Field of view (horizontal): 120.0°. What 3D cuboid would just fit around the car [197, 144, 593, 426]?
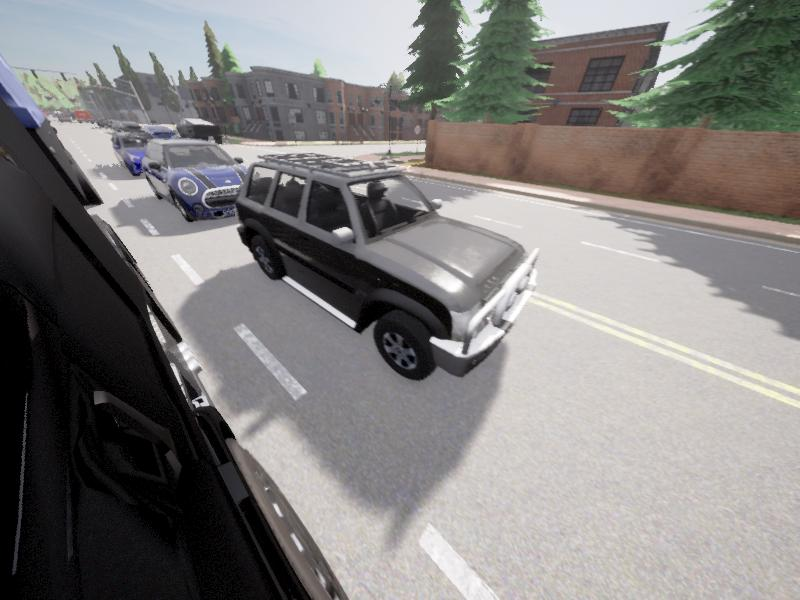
[{"bbox_3d":[-0.554,-0.945,3.320,4.605,1.855,1.932,28,44,30],"label":"car"}]

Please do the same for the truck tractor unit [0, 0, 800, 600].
[{"bbox_3d":[-2.645,-0.295,0.351,6.516,4.208,3.053,28,44,30],"label":"truck tractor unit"}]

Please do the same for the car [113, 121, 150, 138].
[{"bbox_3d":[-32.153,-20.397,27.638,4.892,1.490,1.837,28,44,30],"label":"car"}]

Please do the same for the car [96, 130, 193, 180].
[{"bbox_3d":[-12.141,-6.989,10.958,4.514,1.525,2.007,28,44,30],"label":"car"}]

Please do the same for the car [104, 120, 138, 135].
[{"bbox_3d":[-38.259,-23.619,31.641,5.357,1.411,2.033,28,44,30],"label":"car"}]

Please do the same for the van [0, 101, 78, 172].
[{"bbox_3d":[-18.883,-8.220,11.419,6.366,2.431,2.351,28,44,30],"label":"van"}]

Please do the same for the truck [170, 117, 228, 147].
[{"bbox_3d":[-20.601,-17.214,23.615,6.274,2.098,2.390,28,44,30],"label":"truck"}]

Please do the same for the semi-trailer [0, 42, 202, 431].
[{"bbox_3d":[-8.698,-3.603,4.231,14.254,4.402,2.717,28,44,30],"label":"semi-trailer"}]

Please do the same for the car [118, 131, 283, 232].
[{"bbox_3d":[-5.837,-3.732,6.780,4.553,1.767,2.097,28,44,30],"label":"car"}]

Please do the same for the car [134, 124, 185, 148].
[{"bbox_3d":[-21.656,-14.810,20.802,5.008,1.535,1.882,28,44,30],"label":"car"}]
